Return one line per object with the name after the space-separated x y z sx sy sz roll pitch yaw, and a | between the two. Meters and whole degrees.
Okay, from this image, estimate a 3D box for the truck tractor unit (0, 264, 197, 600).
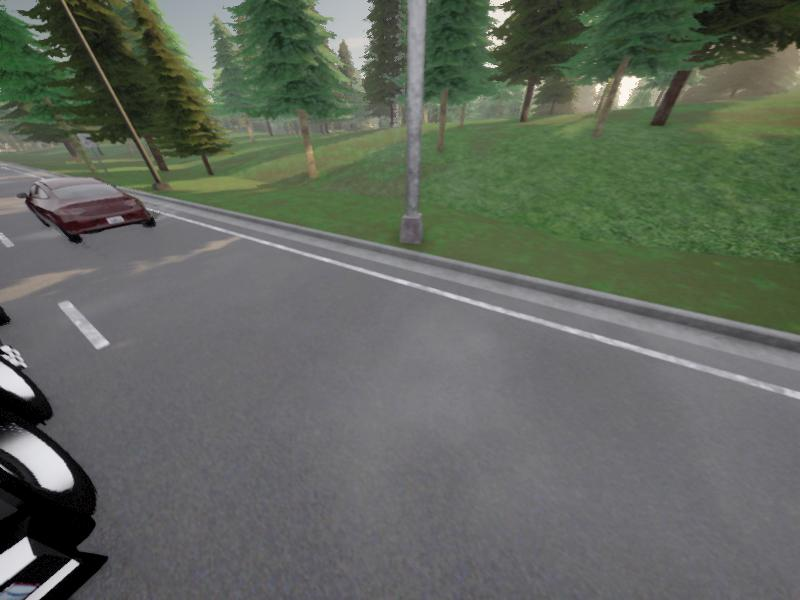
-5.112 -0.300 0.781 6.516 4.208 3.053 18 39 24 | truck tractor unit

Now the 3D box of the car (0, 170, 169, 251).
-9.639 -2.944 7.057 4.674 1.442 1.812 18 39 24 | car
